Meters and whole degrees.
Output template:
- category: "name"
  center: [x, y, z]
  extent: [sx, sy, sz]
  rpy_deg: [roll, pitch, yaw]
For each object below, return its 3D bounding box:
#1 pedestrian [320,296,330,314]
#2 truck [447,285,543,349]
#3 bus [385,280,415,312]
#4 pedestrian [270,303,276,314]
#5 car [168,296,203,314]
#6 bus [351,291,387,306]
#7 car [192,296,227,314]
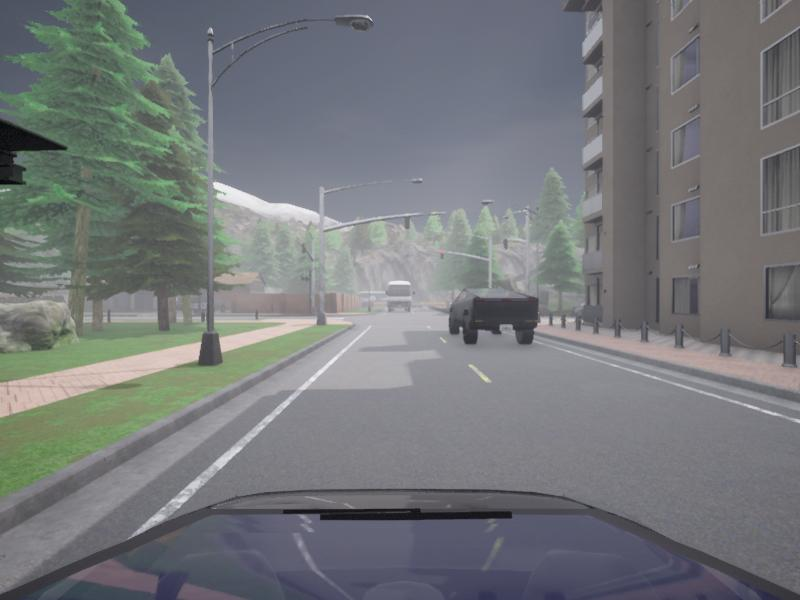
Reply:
- category: "pedestrian"
  center: [-7.833, 0.511, 41.897]
  extent: [0.751, 1.860, 0.751]
  rpy_deg: [0, 0, -43]
- category: "truck"
  center: [3.475, 0.556, 16.196]
  extent: [2.390, 2.098, 6.274]
  rpy_deg: [0, 0, 0]
- category: "bus"
  center: [0.035, -0.487, 57.846]
  extent: [3.944, 4.253, 10.273]
  rpy_deg: [0, 0, 0]
- category: "pedestrian"
  center: [-13.185, 0.890, 41.616]
  extent: [0.500, 1.100, 0.500]
  rpy_deg: [0, 0, -3]
- category: "car"
  center: [-24.091, 0.541, 45.074]
  extent: [1.905, 1.878, 3.866]
  rpy_deg: [0, 0, -1]
- category: "bus"
  center: [-9.011, -0.425, 117.543]
  extent: [10.273, 4.253, 3.944]
  rpy_deg: [0, 0, -1]
- category: "car"
  center: [-21.587, 0.540, 45.524]
  extent: [1.932, 1.855, 4.605]
  rpy_deg: [0, 0, -1]
